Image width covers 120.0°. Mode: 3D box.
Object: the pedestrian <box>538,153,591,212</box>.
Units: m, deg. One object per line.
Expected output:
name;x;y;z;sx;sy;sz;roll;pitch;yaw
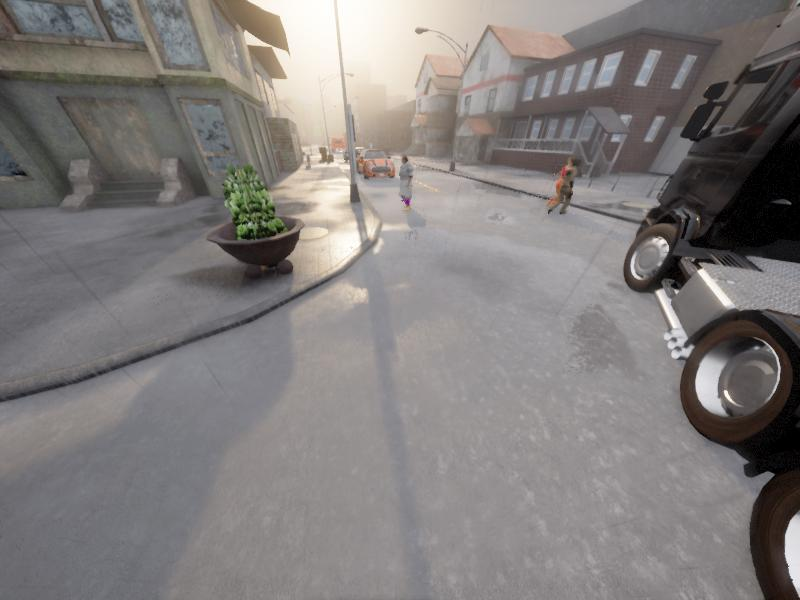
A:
pedestrian;6.026;-4.327;8.582;0.751;1.860;0.751;0;35;0

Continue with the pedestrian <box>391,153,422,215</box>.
pedestrian;0.217;-4.182;8.328;0.751;1.860;0.751;-21;40;-27

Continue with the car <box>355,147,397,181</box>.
car;-1.827;-9.989;16.742;2.097;1.767;4.553;-9;36;-13

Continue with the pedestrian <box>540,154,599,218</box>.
pedestrian;5.758;-3.910;7.983;0.751;1.860;0.751;-5;35;-8

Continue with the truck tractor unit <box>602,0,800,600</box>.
truck tractor unit;4.434;-0.696;1.344;3.053;4.208;6.516;19;39;25

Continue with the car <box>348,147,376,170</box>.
car;-3.669;-13.531;21.972;1.851;1.617;3.988;-9;36;-13
